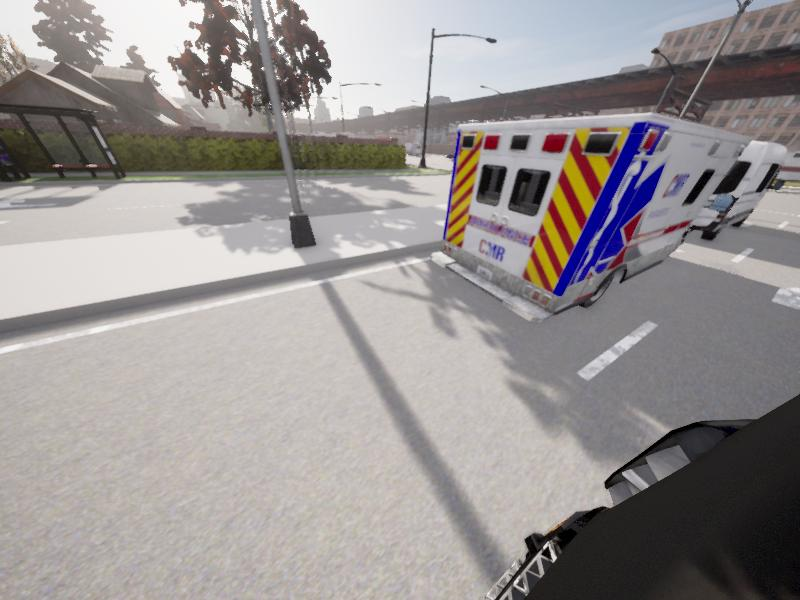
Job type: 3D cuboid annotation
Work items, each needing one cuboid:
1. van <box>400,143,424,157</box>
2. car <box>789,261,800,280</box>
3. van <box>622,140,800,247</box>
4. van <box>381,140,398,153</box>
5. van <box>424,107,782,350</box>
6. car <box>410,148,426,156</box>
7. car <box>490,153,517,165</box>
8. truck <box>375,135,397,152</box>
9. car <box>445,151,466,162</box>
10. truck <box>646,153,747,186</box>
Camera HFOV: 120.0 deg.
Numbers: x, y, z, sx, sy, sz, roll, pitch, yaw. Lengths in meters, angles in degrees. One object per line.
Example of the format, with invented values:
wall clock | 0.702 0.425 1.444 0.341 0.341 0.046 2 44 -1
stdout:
van | 2.771 -35.446 54.405 2.351 2.431 6.366 -16 39 -25
car | 10.701 -1.125 4.839 3.633 1.501 1.845 -16 38 -26
van | 10.944 -3.860 8.025 5.915 2.561 1.988 -16 38 -26
van | -3.032 -41.536 62.568 1.988 2.561 5.915 -16 39 -25
van | 3.878 -1.751 4.529 6.366 2.431 2.351 -16 38 -26
car | 4.422 -37.302 58.128 1.994 1.385 4.181 -16 39 -25
car | 17.574 -23.983 39.357 1.845 1.501 3.633 -16 38 -25
truck | -4.345 -47.493 69.889 2.891 3.827 8.468 -16 39 -25
car | 10.442 -27.235 43.707 1.789 1.549 3.705 -16 38 -25
truck | 28.925 -13.009 22.847 2.627 2.467 5.204 -16 37 -25
